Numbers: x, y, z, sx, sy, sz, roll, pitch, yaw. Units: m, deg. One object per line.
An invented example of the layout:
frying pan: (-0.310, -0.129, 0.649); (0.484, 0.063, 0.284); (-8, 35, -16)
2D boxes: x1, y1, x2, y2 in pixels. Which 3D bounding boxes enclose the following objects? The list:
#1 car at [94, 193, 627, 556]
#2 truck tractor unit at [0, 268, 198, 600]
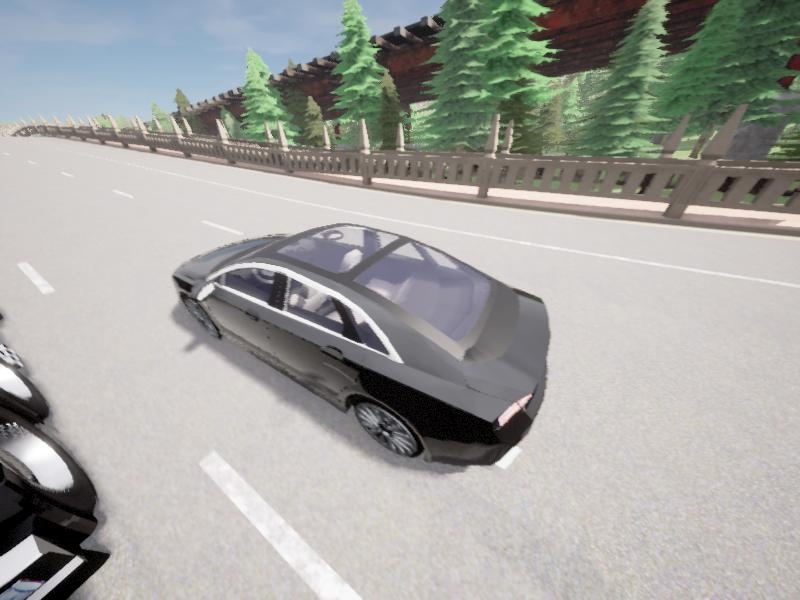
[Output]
car: (-0.901, -0.090, 2.897); (4.902, 1.511, 2.128); (18, 39, 24)
truck tractor unit: (-5.101, -0.314, 0.750); (6.516, 4.208, 3.053); (19, 39, 23)
